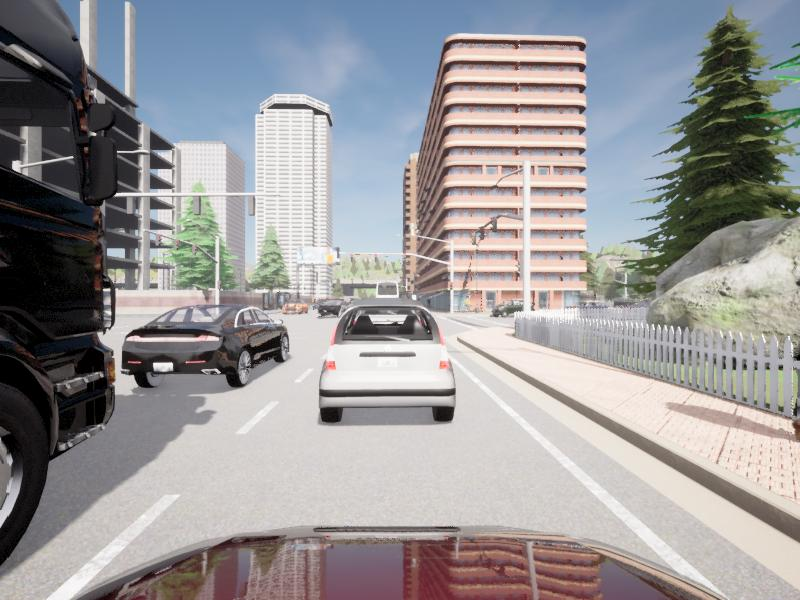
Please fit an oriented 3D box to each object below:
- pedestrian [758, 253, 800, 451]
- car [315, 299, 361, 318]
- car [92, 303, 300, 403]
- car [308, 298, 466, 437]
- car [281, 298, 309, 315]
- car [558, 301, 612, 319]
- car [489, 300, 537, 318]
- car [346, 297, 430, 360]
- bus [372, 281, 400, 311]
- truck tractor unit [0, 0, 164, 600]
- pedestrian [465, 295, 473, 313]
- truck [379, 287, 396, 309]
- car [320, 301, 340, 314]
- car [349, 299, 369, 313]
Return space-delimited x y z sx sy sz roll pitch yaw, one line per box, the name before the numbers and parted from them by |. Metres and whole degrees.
pedestrian | 4.122 0.485 3.813 0.751 1.860 0.751 0 0 -2
car | -5.611 0.745 36.931 1.930 1.638 5.238 0 0 20
car | -3.774 0.836 8.674 2.128 1.511 4.902 0 0 -2
car | -0.207 0.788 6.686 1.851 1.617 3.988 0 0 -2
car | -11.956 0.694 45.747 2.097 1.767 4.553 0 0 -2
car | 15.441 0.798 33.417 3.806 1.475 1.970 0 0 -22
car | 10.037 0.759 35.522 3.705 1.549 1.789 0 0 -14
car | -0.383 0.756 12.936 2.242 1.667 4.611 0 0 -2
bus | -2.067 -0.533 61.354 3.944 4.253 10.273 0 0 -2
truck tractor unit | -3.403 -0.516 0.105 3.053 4.208 6.516 0 0 -3
pedestrian | 7.005 0.429 40.835 0.751 1.860 0.751 0 0 6
truck | -2.345 -0.325 74.066 2.891 3.827 8.468 0 0 -2
car | -8.566 0.844 49.348 1.837 1.490 4.892 0 0 -2
car | -5.143 0.756 51.295 2.242 1.667 4.611 0 0 -2
